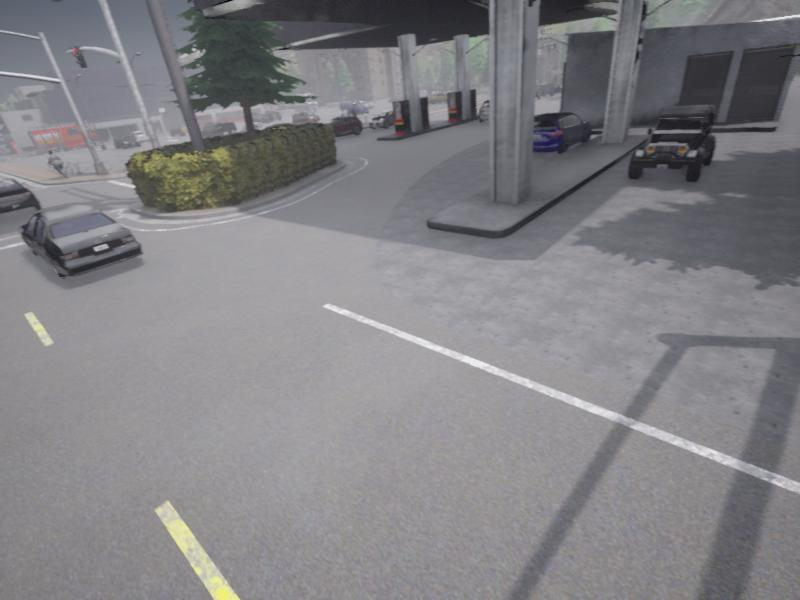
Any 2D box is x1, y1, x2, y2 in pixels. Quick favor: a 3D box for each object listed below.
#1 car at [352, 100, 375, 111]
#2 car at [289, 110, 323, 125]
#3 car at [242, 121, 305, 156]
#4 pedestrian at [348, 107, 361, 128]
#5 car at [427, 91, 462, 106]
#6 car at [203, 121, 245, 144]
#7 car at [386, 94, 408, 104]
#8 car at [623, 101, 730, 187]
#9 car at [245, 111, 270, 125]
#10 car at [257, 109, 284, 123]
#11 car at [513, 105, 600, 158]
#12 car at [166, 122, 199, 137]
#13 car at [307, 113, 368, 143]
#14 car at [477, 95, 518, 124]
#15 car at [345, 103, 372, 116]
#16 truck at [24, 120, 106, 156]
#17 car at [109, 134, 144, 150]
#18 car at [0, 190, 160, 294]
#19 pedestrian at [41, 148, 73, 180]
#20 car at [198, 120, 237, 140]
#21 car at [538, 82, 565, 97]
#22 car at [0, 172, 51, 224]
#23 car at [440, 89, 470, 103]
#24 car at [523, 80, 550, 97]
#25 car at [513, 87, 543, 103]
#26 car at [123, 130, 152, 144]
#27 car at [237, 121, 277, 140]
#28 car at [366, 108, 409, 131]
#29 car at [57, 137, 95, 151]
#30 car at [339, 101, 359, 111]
[{"bbox_3d":[-6.859,-36.696,75.465,3.806,1.475,1.970,17,36,38],"label":"car"},{"bbox_3d":[-12.890,-24.944,54.758,4.514,1.523,2.007,17,36,38],"label":"car"},{"bbox_3d":[-9.543,-12.307,30.478,1.905,1.878,3.866,18,37,38],"label":"car"},{"bbox_3d":[-4.659,-18.628,40.802,0.751,1.860,0.751,18,37,38],"label":"pedestrian"},{"bbox_3d":[7.100,-32.243,63.900,5.027,1.636,2.152,17,36,38],"label":"car"},{"bbox_3d":[-17.741,-16.830,40.275,3.866,1.878,1.905,17,36,38],"label":"car"},{"bbox_3d":[-0.753,-47.414,94.305,4.792,1.488,2.163,17,36,37],"label":"car"},{"bbox_3d":[8.991,-5.141,12.965,1.905,1.878,3.866,17,36,38],"label":"car"},{"bbox_3d":[-24.288,-30.899,67.956,3.866,1.878,1.905,17,36,38],"label":"car"},{"bbox_3d":[-22.710,-32.199,70.062,4.605,1.855,1.932,17,36,38],"label":"car"},{"bbox_3d":[7.559,-8.161,19.268,2.242,1.667,4.611,17,36,38],"label":"car"},{"bbox_3d":[-32.584,-25.464,59.873,5.027,1.636,2.152,17,36,38],"label":"car"},{"bbox_3d":[-5.311,-14.889,34.611,2.033,1.649,4.856,18,37,38],"label":"car"},{"bbox_3d":[8.323,-16.225,33.969,2.242,1.667,4.611,8,32,26],"label":"car"},{"bbox_3d":[-6.370,-29.107,61.083,3.633,1.501,1.845,17,36,38],"label":"car"},{"bbox_3d":[-50.746,-24.777,60.929,2.891,3.827,8.468,18,37,38],"label":"truck"},{"bbox_3d":[-33.557,-19.355,49.023,4.514,1.523,2.007,17,36,38],"label":"car"},{"bbox_3d":[-9.042,-1.854,11.093,5.357,1.411,2.033,19,37,37],"label":"car"},{"bbox_3d":[-22.755,-9.012,26.579,0.751,1.860,0.751,8,31,26],"label":"pedestrian"},{"bbox_3d":[-21.532,-20.062,47.195,4.605,1.855,1.932,17,36,38],"label":"car"},{"bbox_3d":[20.976,-29.120,55.331,1.816,1.474,4.193,18,37,38],"label":"car"},{"bbox_3d":[-18.830,-4.934,19.056,4.902,1.511,2.128,19,37,37],"label":"car"},{"bbox_3d":[9.098,-33.563,65.927,4.514,1.523,2.007,17,36,38],"label":"car"},{"bbox_3d":[20.215,-31.308,59.236,2.097,1.767,4.553,18,37,38],"label":"car"},{"bbox_3d":[16.306,-26.078,50.834,1.994,1.385,4.181,18,37,38],"label":"car"},{"bbox_3d":[-36.497,-22.626,55.639,3.806,1.475,1.970,17,36,38],"label":"car"},{"bbox_3d":[-15.092,-17.831,42.144,3.806,1.475,1.970,17,36,38],"label":"car"},{"bbox_3d":[-1.172,-17.468,38.637,1.970,1.475,3.806,18,37,38],"label":"car"},{"bbox_3d":[-52.288,-25.206,64.574,1.816,1.474,4.193,17,36,38],"label":"car"},{"bbox_3d":[-10.516,-39.721,81.901,3.633,1.501,1.845,17,36,38],"label":"car"}]
